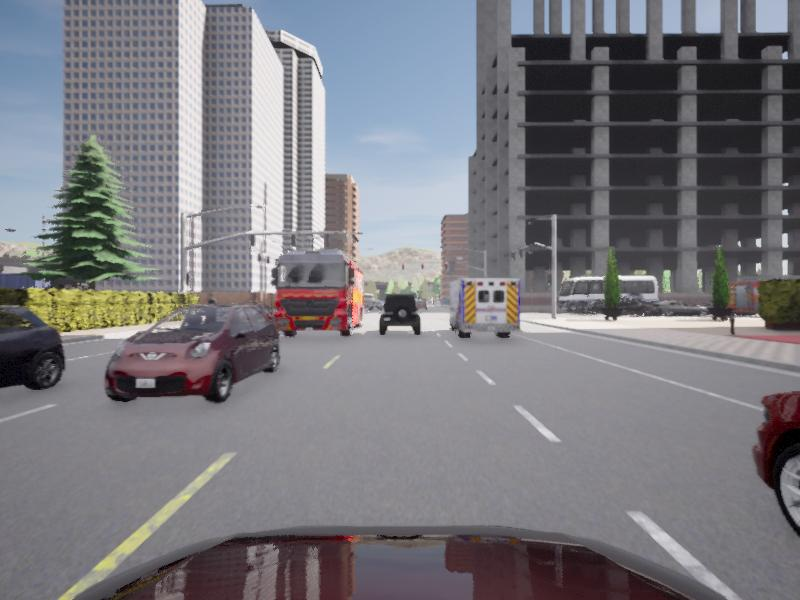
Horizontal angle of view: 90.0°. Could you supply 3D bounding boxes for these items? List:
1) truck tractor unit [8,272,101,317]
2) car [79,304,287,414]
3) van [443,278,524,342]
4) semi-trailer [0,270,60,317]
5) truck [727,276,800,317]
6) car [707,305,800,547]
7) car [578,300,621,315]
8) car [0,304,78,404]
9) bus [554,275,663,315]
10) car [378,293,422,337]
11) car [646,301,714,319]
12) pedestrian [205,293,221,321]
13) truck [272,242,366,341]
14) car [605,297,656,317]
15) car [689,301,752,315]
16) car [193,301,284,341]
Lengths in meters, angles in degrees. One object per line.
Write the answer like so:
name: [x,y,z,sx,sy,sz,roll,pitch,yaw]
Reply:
truck tractor unit: [-33.931,-0.538,39.458,6.516,4.208,3.053,-1,0,1]
car: [-3.499,0.825,7.321,1.845,1.501,3.633,0,0,0]
van: [3.503,0.372,18.243,2.351,2.431,6.366,0,0,0]
semi-trailer: [-41.840,-0.629,39.533,14.254,4.402,2.717,0,0,0]
truck: [36.796,-0.333,38.432,8.468,3.827,2.891,0,0,0]
car: [3.503,0.822,0.824,1.882,1.535,5.008,0,0,0]
car: [20.918,0.796,42.041,3.705,1.549,1.789,-1,0,0]
car: [-6.997,0.826,5.721,1.845,1.501,3.633,0,0,0]
bus: [23.402,-0.551,45.403,10.273,4.253,3.944,0,0,0]
car: [0.006,0.640,19.211,1.905,1.878,3.866,0,0,0]
car: [24.416,0.817,35.018,4.514,1.525,2.007,0,0,0]
pedestrian: [-12.802,0.476,27.395,0.751,1.860,0.751,0,0,12]
truck: [-3.504,-0.326,19.677,2.891,3.827,8.468,0,0,0]
car: [22.139,0.634,38.530,3.866,1.878,1.905,0,0,0]
car: [33.490,0.823,41.958,4.902,1.511,2.128,0,0,0]
car: [-6.996,0.831,18.006,2.128,1.511,4.902,0,0,0]
